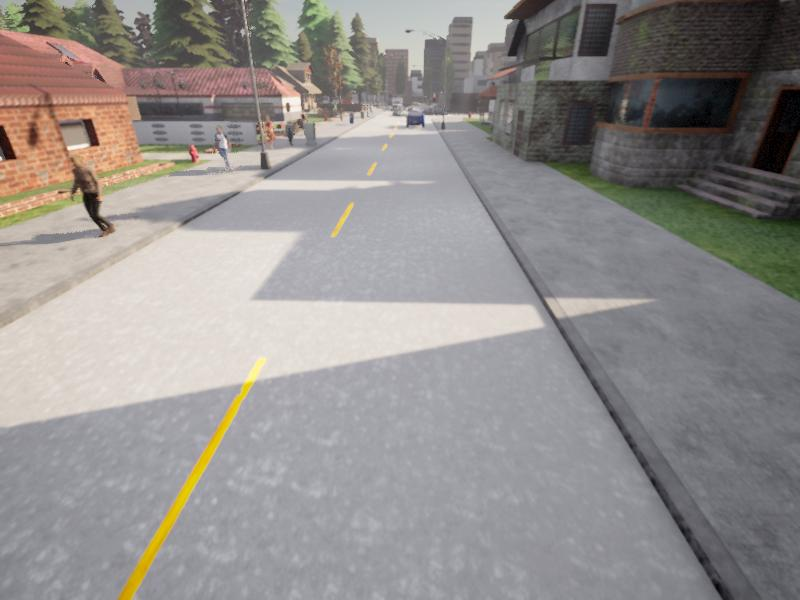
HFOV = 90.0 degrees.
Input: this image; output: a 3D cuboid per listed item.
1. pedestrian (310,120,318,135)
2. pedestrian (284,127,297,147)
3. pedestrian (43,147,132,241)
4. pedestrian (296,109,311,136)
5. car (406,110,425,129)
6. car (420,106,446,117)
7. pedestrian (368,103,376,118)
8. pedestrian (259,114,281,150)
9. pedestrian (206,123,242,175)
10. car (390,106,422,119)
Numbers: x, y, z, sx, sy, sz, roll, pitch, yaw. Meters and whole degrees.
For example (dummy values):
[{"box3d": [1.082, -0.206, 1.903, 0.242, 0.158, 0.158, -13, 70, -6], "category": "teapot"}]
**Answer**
[{"box3d": [-6.743, -13.584, 31.492, 0.500, 1.100, 0.500, -4, 27, -8], "category": "pedestrian"}, {"box3d": [-6.718, -10.020, 24.569, 0.500, 1.100, 0.500, 0, 27, -1], "category": "pedestrian"}, {"box3d": [-6.742, -2.302, 8.744, 0.751, 1.860, 0.751, 1, 27, 1], "category": "pedestrian"}, {"box3d": [-7.405, -13.654, 30.795, 0.751, 1.860, 0.751, 4, 27, 7], "category": "pedestrian"}, {"box3d": [1.609, -18.776, 41.415, 1.882, 1.535, 5.008, 1, 27, 2], "category": "car"}, {"box3d": [5.273, -30.125, 63.925, 3.633, 1.501, 1.845, 13, 30, 24], "category": "car"}, {"box3d": [-3.890, -26.110, 55.008, 0.751, 1.860, 0.751, 14, 30, 26], "category": "pedestrian"}, {"box3d": [-7.538, -9.748, 23.207, 0.751, 1.860, 0.751, 1, 27, 1], "category": "pedestrian"}, {"box3d": [-6.991, -6.016, 15.958, 0.751, 1.860, 0.751, 1, 27, 2], "category": "pedestrian"}, {"box3d": [0.910, -28.722, 61.216, 4.611, 1.667, 2.242, -23, 35, -37], "category": "car"}]
